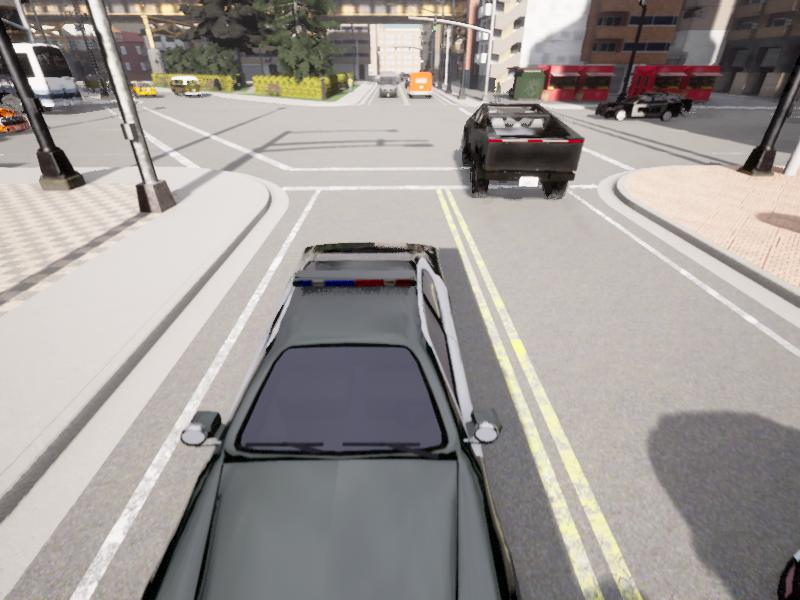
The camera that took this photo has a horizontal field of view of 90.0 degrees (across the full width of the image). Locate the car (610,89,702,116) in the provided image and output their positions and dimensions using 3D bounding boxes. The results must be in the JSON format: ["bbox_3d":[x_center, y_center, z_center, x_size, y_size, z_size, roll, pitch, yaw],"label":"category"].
[{"bbox_3d":[18.882,-14.667,29.731,5.238,1.638,1.930,0,30,-2],"label":"car"}]

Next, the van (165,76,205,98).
[{"bbox_3d":[-24.131,-23.966,44.955,4.480,2.038,2.069,25,39,36],"label":"van"}]

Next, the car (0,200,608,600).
[{"bbox_3d":[-0.364,0.667,3.335,2.038,1.542,4.974,0,31,-1],"label":"car"}]

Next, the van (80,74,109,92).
[{"bbox_3d":[-42.788,-30.390,55.989,4.442,1.987,1.775,25,39,36],"label":"van"}]

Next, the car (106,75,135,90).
[{"bbox_3d":[-41.035,-31.936,58.743,4.605,1.855,1.932,25,39,36],"label":"car"}]

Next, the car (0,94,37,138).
[{"bbox_3d":[-21.330,-9.084,19.656,4.553,1.767,2.097,0,30,-1],"label":"car"}]

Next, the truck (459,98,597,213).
[{"bbox_3d":[3.217,-4.606,11.822,2.390,2.098,6.274,2,30,3],"label":"truck"}]

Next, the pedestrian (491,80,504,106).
[{"bbox_3d":[8.238,-17.495,33.800,0.751,1.860,0.751,2,30,3],"label":"pedestrian"}]

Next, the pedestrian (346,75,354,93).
[{"bbox_3d":[-6.118,-26.515,49.150,0.751,1.860,0.751,-11,32,-18],"label":"pedestrian"}]

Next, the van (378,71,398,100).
[{"bbox_3d":[-1.267,-23.349,43.404,1.988,2.561,5.915,-1,30,-1],"label":"van"}]

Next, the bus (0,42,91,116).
[{"bbox_3d":[-28.722,-15.302,27.746,10.273,4.253,3.944,-1,30,-2],"label":"bus"}]

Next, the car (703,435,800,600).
[{"bbox_3d":[3.193,2.383,0.313,2.033,1.649,4.856,-1,30,-1],"label":"car"}]

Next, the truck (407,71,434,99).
[{"bbox_3d":[2.208,-24.106,44.782,2.627,2.467,5.204,-1,31,-1],"label":"truck"}]

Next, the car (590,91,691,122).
[{"bbox_3d":[15.881,-12.891,26.635,5.238,1.638,1.930,0,30,-2],"label":"car"}]

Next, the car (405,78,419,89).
[{"bbox_3d":[1.804,-34.342,63.337,1.994,1.385,4.181,-1,30,-1],"label":"car"}]

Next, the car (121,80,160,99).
[{"bbox_3d":[-29.218,-23.710,44.982,5.366,1.575,1.801,25,39,36],"label":"car"}]
